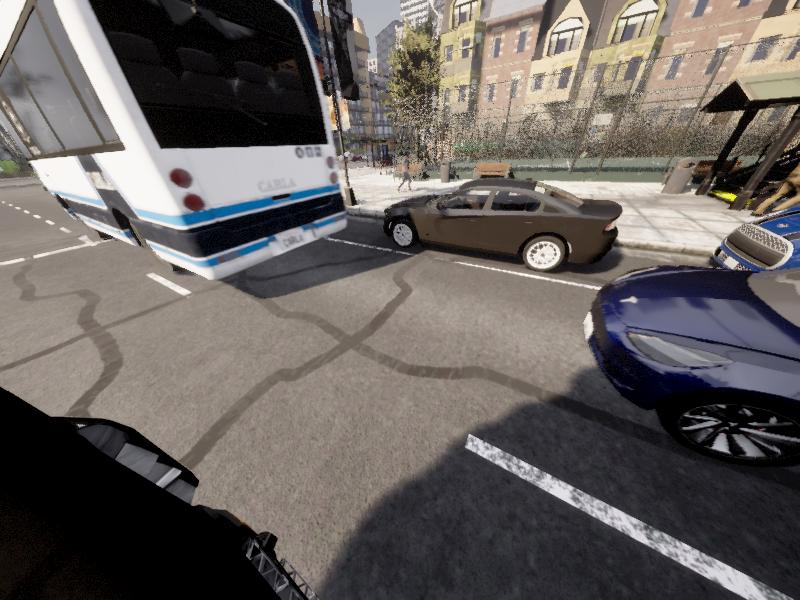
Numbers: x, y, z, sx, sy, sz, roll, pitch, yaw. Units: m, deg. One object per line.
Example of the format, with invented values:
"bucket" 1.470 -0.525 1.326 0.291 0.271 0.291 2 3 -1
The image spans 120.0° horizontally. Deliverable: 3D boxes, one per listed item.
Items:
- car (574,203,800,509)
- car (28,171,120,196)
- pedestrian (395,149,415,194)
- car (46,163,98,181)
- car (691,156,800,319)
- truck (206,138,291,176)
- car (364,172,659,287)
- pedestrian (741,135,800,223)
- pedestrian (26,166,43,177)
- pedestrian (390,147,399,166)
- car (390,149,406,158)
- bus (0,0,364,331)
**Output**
"car" 4.243 0.564 1.419 4.792 1.488 2.163 16 38 26
"car" -28.537 -10.369 20.438 4.181 1.385 1.994 -13 35 -15
"pedestrian" 0.295 -6.291 11.342 0.751 1.860 0.751 8 35 16
"car" -52.822 -20.834 37.391 2.150 2.045 5.566 -16 36 -19
"car" 7.505 -0.570 2.591 4.553 1.767 2.185 16 38 26
"truck" -19.641 -19.252 30.858 2.891 3.827 8.468 16 38 26
"car" 1.903 -2.003 5.399 5.008 1.535 2.097 16 38 26
"pedestrian" 9.707 -2.939 5.591 0.751 1.860 0.751 21 40 31
"pedestrian" -74.485 -26.296 47.099 0.751 1.860 0.751 -5 34 -3
"pedestrian" -0.624 -17.342 27.983 0.751 1.860 0.751 16 38 26
"car" -0.357 -33.679 53.007 1.851 1.617 3.988 16 38 26
"bus" -6.470 -3.581 5.962 10.273 4.253 3.944 17 38 27
